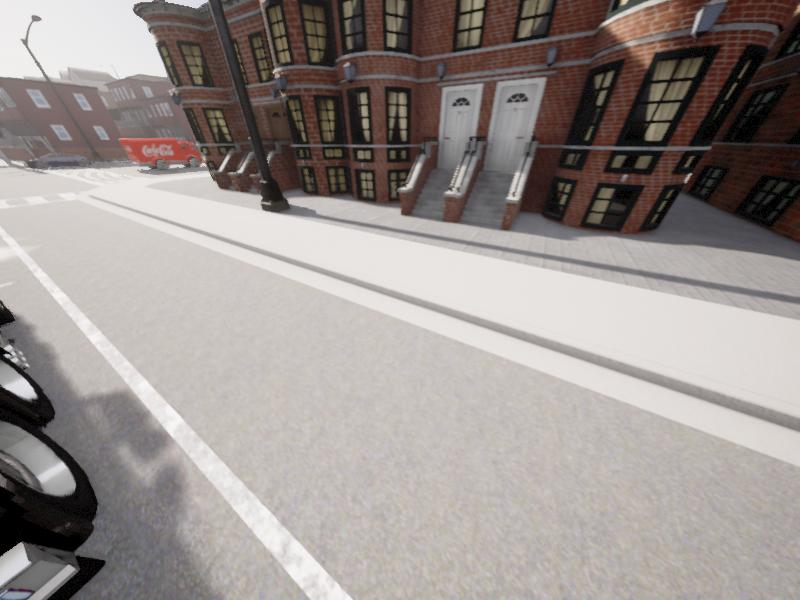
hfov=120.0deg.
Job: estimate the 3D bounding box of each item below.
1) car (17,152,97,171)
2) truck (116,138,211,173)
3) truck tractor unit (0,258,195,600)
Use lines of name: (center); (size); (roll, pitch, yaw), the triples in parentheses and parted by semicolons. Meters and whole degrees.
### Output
car: (-33.991, -13.873, 23.023); (1.994, 1.385, 4.181); (22, 41, 29)
truck: (-22.027, -13.836, 21.909); (2.627, 2.467, 5.204); (19, 39, 26)
truck tractor unit: (-5.104, -0.309, 0.795); (6.516, 4.208, 3.053); (19, 39, 25)
